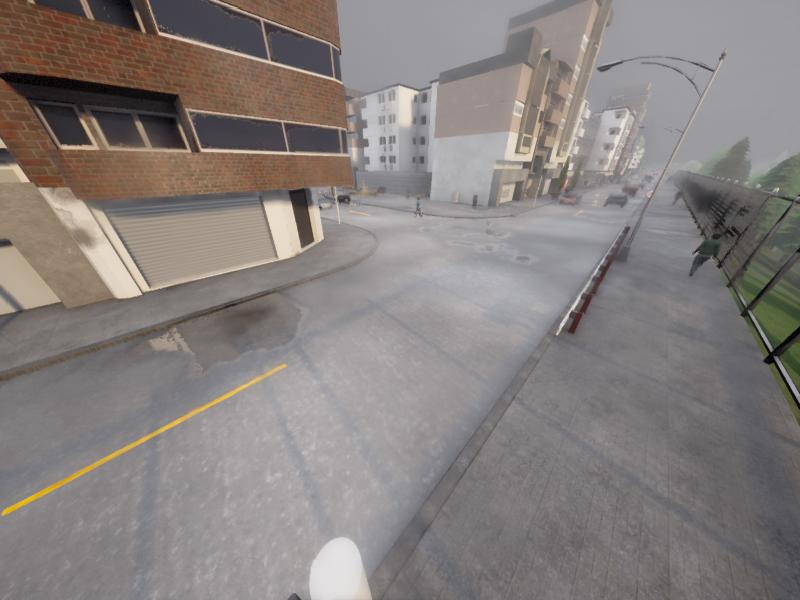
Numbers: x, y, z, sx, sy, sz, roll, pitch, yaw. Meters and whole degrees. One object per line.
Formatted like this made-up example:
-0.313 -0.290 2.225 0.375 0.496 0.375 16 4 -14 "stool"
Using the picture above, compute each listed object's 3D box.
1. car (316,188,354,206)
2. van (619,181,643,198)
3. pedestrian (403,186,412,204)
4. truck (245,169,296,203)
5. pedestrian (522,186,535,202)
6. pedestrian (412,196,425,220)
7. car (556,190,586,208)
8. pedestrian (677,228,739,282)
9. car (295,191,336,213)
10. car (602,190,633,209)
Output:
-8.301 -13.129 29.312 5.238 1.638 1.930 27 39 38 "car"
36.777 -17.636 36.772 4.442 1.987 1.775 -27 39 -38 "van"
0.974 -13.146 28.894 0.751 1.860 0.751 -23 37 -34 "pedestrian"
-18.413 -16.317 32.649 8.468 3.827 2.891 26 39 37 "truck"
16.651 -13.755 29.923 0.751 1.860 0.751 -18 35 -28 "pedestrian"
1.620 -8.089 20.317 0.751 1.860 0.751 -20 36 -31 "pedestrian"
20.622 -12.206 27.788 3.633 1.501 1.845 -27 39 -38 "car"
12.159 -1.798 9.210 0.751 1.860 0.751 26 39 37 "pedestrian"
-9.330 -10.849 25.378 2.033 1.649 4.856 -26 39 -37 "car"
26.197 -12.136 27.731 4.892 1.490 1.837 -27 39 -38 "car"
